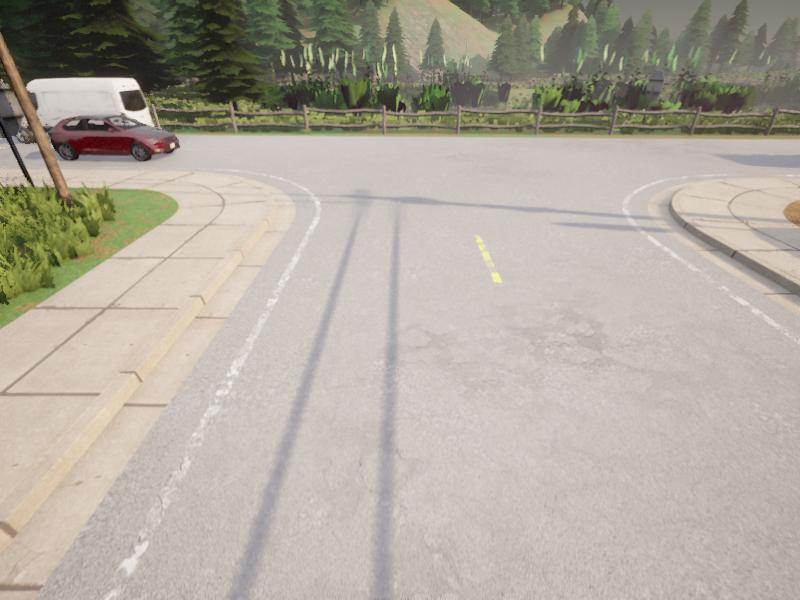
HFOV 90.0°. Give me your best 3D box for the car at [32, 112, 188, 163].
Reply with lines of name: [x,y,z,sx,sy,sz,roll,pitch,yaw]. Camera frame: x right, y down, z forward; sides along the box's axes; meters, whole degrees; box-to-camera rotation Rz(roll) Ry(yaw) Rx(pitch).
car: [-10.540,-6.053,14.822,4.193,1.474,1.816,2,30,3]

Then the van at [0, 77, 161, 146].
van: [-14.403,-8.352,17.700,5.915,2.561,1.988,1,30,2]
